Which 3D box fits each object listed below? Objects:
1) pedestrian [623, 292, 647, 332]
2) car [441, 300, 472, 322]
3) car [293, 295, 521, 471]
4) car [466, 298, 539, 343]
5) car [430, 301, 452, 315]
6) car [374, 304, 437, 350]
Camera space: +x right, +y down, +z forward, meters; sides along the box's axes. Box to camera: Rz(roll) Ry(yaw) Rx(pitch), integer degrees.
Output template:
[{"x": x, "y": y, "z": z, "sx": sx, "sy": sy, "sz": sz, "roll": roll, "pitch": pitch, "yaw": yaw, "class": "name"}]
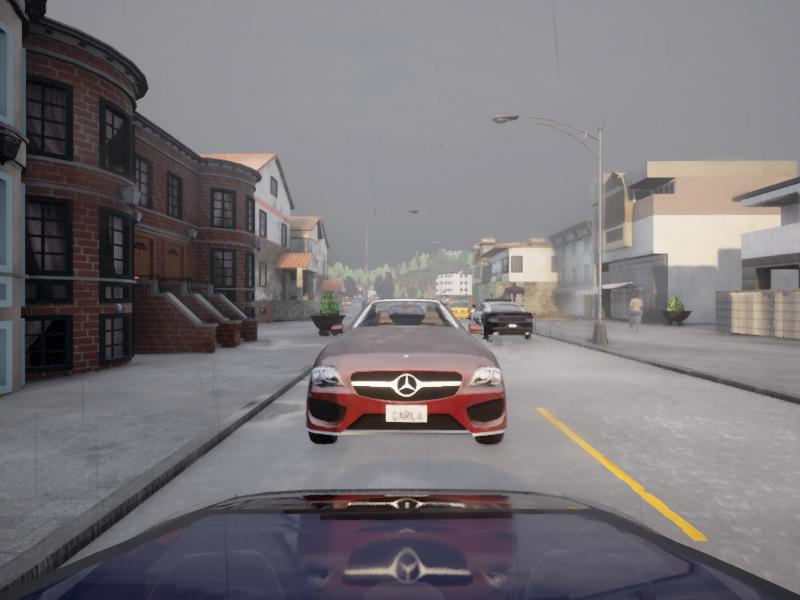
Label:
[{"x": 10.940, "y": 0.547, "z": 18.625, "sx": 0.751, "sy": 1.860, "sz": 0.751, "roll": 0, "pitch": 0, "yaw": 11, "class": "pedestrian"}, {"x": 4.407, "y": 0.806, "z": 32.023, "sx": 1.801, "sy": 1.575, "sz": 5.366, "roll": 0, "pitch": 0, "yaw": 1, "class": "car"}, {"x": 0.089, "y": 0.781, "z": 6.286, "sx": 2.152, "sy": 1.651, "sz": 5.027, "roll": 0, "pitch": 0, "yaw": 1, "class": "car"}, {"x": 4.228, "y": 0.771, "z": 17.476, "sx": 1.930, "sy": 1.638, "sz": 5.238, "roll": 0, "pitch": 0, "yaw": 1, "class": "car"}, {"x": 4.568, "y": 0.828, "z": 45.268, "sx": 2.007, "sy": 1.525, "sz": 4.514, "roll": 0, "pitch": 0, "yaw": 1, "class": "car"}, {"x": 0.202, "y": 0.895, "z": 15.545, "sx": 2.033, "sy": 1.411, "sz": 5.357, "roll": 0, "pitch": 0, "yaw": 1, "class": "car"}]
